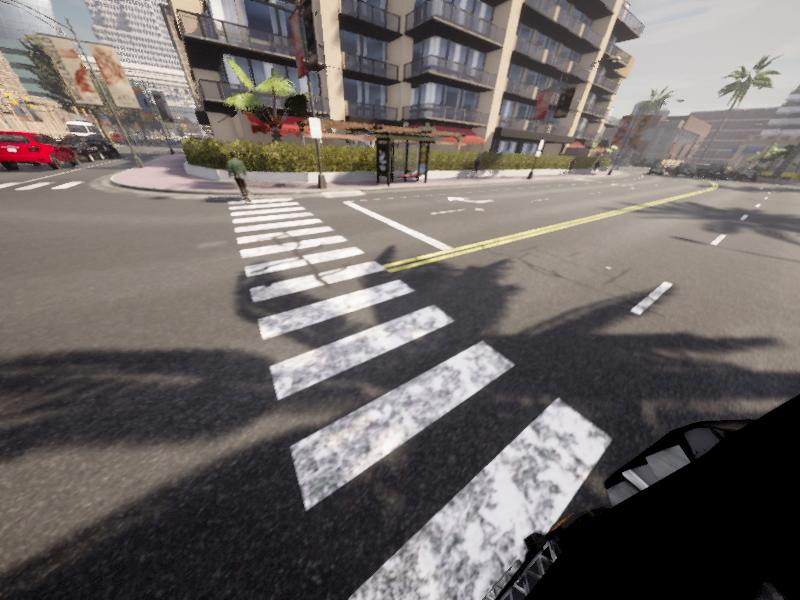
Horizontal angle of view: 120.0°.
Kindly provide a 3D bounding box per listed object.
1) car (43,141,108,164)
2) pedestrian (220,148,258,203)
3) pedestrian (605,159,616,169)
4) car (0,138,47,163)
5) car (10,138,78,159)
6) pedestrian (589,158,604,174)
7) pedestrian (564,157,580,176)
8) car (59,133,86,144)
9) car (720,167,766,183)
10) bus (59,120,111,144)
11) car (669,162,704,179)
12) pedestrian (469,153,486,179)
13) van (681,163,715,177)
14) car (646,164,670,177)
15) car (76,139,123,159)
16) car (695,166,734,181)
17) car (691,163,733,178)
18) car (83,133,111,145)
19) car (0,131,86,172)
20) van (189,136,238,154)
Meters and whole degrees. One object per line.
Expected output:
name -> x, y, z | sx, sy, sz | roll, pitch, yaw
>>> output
car -> -28.550, -13.201, 20.568 | 1.837, 1.490, 4.892 | -19, 39, -29
pedestrian -> -6.532, -5.039, 9.413 | 0.751, 1.860, 0.751 | -18, 38, -28
pedestrian -> 43.907, -28.359, 48.169 | 0.751, 1.860, 0.751 | 12, 34, 13
car -> -31.098, -11.947, 18.427 | 1.789, 1.549, 3.705 | -19, 39, -29
car -> -34.550, -14.874, 22.640 | 2.007, 1.525, 4.514 | -19, 39, -29
pedestrian -> 27.206, -18.523, 32.038 | 0.751, 1.860, 0.751 | -20, 39, -30
pedestrian -> 20.708, -16.076, 27.855 | 0.751, 1.860, 0.751 | -17, 38, -27
car -> -71.712, -35.339, 50.663 | 1.905, 1.878, 3.866 | -19, 39, -29
car -> 53.669, -19.691, 36.287 | 2.152, 1.651, 5.027 | 21, 38, 25
bus -> -77.468, -41.399, 57.263 | 3.944, 4.253, 10.273 | -19, 39, -29
car -> 46.551, -21.226, 37.691 | 2.150, 2.045, 5.566 | 24, 39, 29
pedestrian -> 6.701, -11.611, 20.066 | 0.751, 1.860, 0.751 | -19, 39, -29
van -> 53.709, -23.528, 41.760 | 1.775, 1.987, 4.442 | 18, 37, 22
car -> 42.857, -21.661, 38.486 | 1.851, 1.617, 3.988 | 24, 39, 29
car -> -32.078, -16.258, 24.845 | 1.851, 1.617, 3.988 | -19, 39, -29
car -> 49.649, -20.164, 36.651 | 2.242, 1.667, 4.611 | 24, 39, 28
car -> 58.809, -24.595, 43.704 | 2.150, 2.045, 5.566 | 16, 36, 19
car -> -69.240, -36.758, 52.841 | 2.150, 2.045, 5.566 | -19, 39, -29
car -> -24.600, -10.095, 15.636 | 2.150, 2.045, 5.566 | -19, 39, -29
van -> -33.659, -28.055, 41.874 | 6.366, 2.431, 2.351 | -19, 39, -29
